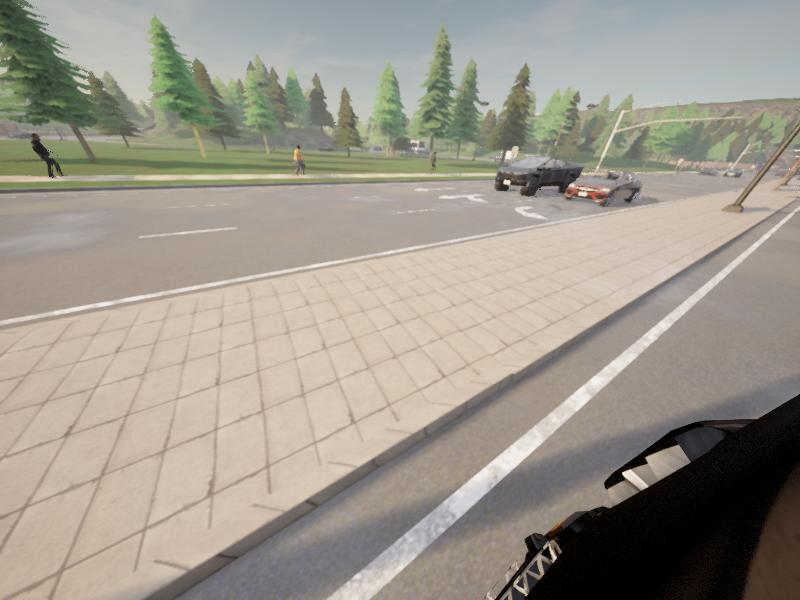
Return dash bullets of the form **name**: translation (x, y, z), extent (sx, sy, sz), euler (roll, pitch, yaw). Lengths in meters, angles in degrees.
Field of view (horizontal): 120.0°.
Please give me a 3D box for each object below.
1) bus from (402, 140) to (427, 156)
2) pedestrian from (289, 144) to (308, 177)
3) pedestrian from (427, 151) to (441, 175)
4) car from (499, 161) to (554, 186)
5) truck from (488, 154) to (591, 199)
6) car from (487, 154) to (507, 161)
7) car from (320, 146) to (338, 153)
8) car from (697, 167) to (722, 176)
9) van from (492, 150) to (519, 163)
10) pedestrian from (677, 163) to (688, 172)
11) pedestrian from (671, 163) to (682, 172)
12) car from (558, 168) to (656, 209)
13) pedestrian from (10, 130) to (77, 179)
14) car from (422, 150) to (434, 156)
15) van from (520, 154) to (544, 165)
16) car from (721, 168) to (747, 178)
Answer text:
- **bus**: translation (5.039, -56.256, 85.388), extent (3.944, 4.253, 10.273), euler (-16, 38, -26)
- **pedestrian**: translation (-6.826, -9.426, 15.631), extent (0.751, 1.860, 0.751), euler (-16, 38, -26)
- **pedestrian**: translation (3.063, -12.477, 21.038), extent (0.751, 1.860, 0.751), euler (-22, 41, -33)
- **car**: translation (10.649, -10.656, 19.459), extent (3.988, 1.617, 1.851), euler (-16, 38, -27)
- **truck**: translation (9.138, -8.163, 15.129), extent (6.274, 2.098, 2.390), euler (-16, 38, -27)
- **car**: translation (29.225, -42.862, 69.524), extent (1.930, 1.638, 5.238), euler (-16, 38, -26)
- **car**: translation (-20.242, -42.970, 65.962), extent (4.718, 1.301, 1.895), euler (-27, 44, -37)
- **car**: translation (67.568, -28.084, 50.451), extent (4.974, 1.542, 2.038), euler (-17, 38, -27)
- **van**: translation (27.438, -37.350, 60.210), extent (1.988, 2.561, 5.915), euler (-16, 38, -26)
- **pedestrian**: translation (67.850, -31.849, 55.514), extent (0.751, 1.860, 0.751), euler (-17, 39, -28)
- **pedestrian**: translation (63.676, -30.553, 53.218), extent (0.751, 1.860, 0.751), euler (-19, 39, -29)
- **car**: translation (11.953, -6.538, 13.339), extent (5.027, 1.651, 2.152), euler (-16, 38, -27)
- **pedestrian**: translation (-16.433, -6.693, 10.726), extent (0.751, 1.860, 0.751), euler (-16, 38, -27)
- **car**: translation (10.853, -57.187, 89.638), extent (1.930, 1.638, 5.238), euler (-16, 38, -26)
- **van**: translation (33.119, -35.336, 58.126), extent (2.069, 2.038, 4.480), euler (-16, 38, -26)
- **car**: translation (69.817, -26.550, 48.231), extent (4.856, 1.649, 2.033), euler (-17, 38, -27)
